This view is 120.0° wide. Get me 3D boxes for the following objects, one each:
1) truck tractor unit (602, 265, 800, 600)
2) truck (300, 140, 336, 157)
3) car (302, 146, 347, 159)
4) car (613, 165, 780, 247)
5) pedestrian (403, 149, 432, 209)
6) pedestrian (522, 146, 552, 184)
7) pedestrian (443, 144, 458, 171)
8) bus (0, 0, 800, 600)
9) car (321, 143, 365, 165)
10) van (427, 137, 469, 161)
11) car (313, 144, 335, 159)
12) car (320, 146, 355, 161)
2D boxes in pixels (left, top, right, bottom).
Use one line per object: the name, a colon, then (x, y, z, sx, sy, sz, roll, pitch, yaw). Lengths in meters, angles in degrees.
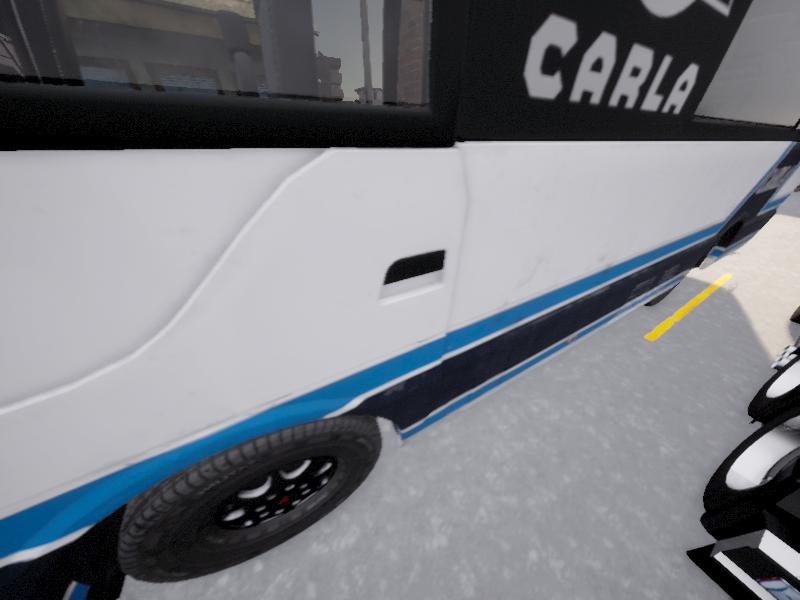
truck tractor unit: (5.117, -0.292, 0.792, 6.516, 4.208, 3.053, -18, 39, -24)
truck: (-12.166, -22.631, 34.500, 4.478, 2.038, 2.069, -18, 39, -24)
car: (-10.364, -20.352, 31.785, 5.357, 1.415, 2.033, -18, 39, -24)
car: (9.542, -3.287, 7.453, 4.902, 1.511, 2.128, -20, 40, -27)
pedestrian: (0.598, -4.493, 8.598, 0.751, 1.860, 0.751, -13, 37, -18)
pedestrian: (8.005, -7.922, 13.566, 0.751, 1.860, 0.751, -18, 39, -24)
pedestrian: (4.164, -11.828, 19.149, 0.751, 1.860, 0.751, -18, 39, -24)
bus: (1.751, -1.742, 2.789, 10.273, 4.253, 3.944, -17, 38, -23)
car: (-5.997, -15.507, 24.454, 3.866, 1.878, 1.905, -18, 39, -24)
van: (6.340, -20.651, 31.454, 1.988, 2.561, 5.915, -18, 39, -24)
car: (-10.391, -20.253, 31.518, 1.789, 1.547, 3.705, -18, 39, -24)
car: (-7.705, -18.181, 28.579, 3.633, 1.501, 1.845, -18, 39, -24)
